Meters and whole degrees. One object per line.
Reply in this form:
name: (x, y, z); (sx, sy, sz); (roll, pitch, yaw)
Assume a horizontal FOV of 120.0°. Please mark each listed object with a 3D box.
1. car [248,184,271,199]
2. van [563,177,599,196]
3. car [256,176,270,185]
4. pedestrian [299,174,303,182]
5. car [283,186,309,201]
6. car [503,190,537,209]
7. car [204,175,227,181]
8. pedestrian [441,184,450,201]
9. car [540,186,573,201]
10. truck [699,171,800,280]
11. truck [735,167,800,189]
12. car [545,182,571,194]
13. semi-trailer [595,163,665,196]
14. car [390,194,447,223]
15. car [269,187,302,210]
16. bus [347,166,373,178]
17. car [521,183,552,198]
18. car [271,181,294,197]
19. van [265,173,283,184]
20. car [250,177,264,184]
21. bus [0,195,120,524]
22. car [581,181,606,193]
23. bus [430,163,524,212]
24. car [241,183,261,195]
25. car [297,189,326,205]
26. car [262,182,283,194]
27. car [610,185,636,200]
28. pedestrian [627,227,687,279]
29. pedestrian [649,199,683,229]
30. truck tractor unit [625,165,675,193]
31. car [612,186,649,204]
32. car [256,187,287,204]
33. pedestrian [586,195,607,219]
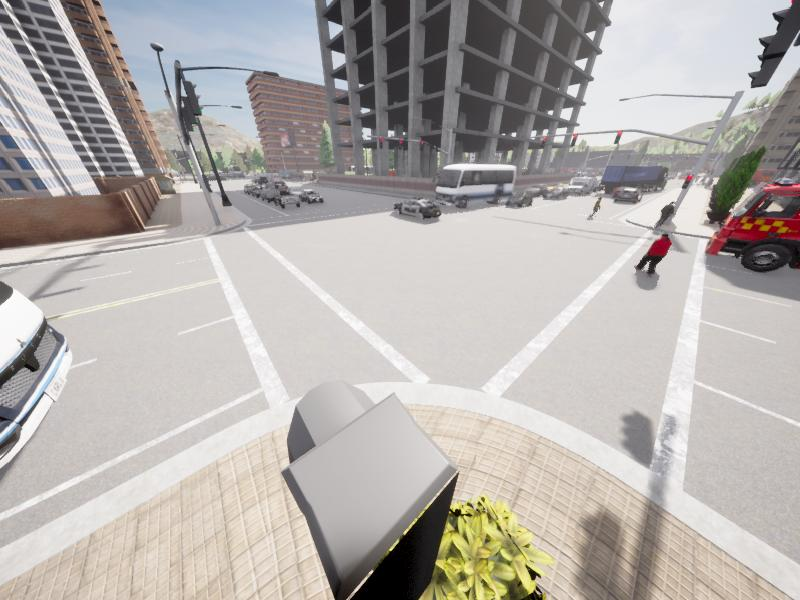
car: (-21.131, -16.369, 34.750); (1.851, 1.617, 3.988); (-22, 37, -34)
van: (29.747, -18.669, 37.915); (6.366, 2.431, 2.351); (-23, 37, -34)
car: (-34.676, -30.169, 58.369); (1.905, 1.878, 3.866); (-22, 37, -33)
pedestrian: (-29.290, -36.093, 68.308); (0.751, 1.860, 0.751); (-21, 36, -32)
car: (-14.901, -15.280, 33.028); (1.812, 1.442, 4.674); (-22, 37, -34)
car: (13.721, -11.469, 26.317); (3.705, 1.549, 1.789); (-24, 38, -35)
car: (-58.779, -38.863, 73.671); (4.856, 1.649, 2.033); (-6, 30, -10)
pedestrian: (5.864, -13.926, 29.912); (0.751, 1.860, 0.751); (19, 35, 29)
car: (22.039, -15.020, 32.512); (4.902, 1.511, 2.128); (-23, 37, -34)
truck: (18.345, -2.342, 8.238); (2.891, 3.827, 8.468); (-22, 37, -33)
truck: (79.722, -26.085, 49.250); (2.891, 3.827, 8.468); (-23, 37, -34)
car: (27.886, -19.806, 40.730); (5.366, 1.575, 1.801); (-23, 37, -34)
semi-trailer: (38.729, -20.315, 38.775); (14.254, 4.402, 2.717); (-16, 34, -26)
car: (1.472, -8.400, 20.913); (1.930, 1.638, 5.238); (-24, 37, -35)
car: (-13.065, -11.646, 26.299); (1.932, 1.855, 4.605); (-21, 36, -32)
bus: (-16.947, -54.637, 98.379); (10.273, 4.253, 3.944); (-23, 37, -34)
car: (21.098, -16.981, 35.750); (4.611, 1.667, 2.242); (-23, 37, -34)
car: (-18.776, -17.815, 36.971); (1.905, 1.878, 3.866); (-23, 37, -34)
van: (-34.049, -32.769, 62.335); (2.351, 2.431, 6.366); (-22, 37, -34)
car: (-38.982, -32.606, 62.970); (2.128, 1.511, 4.902); (-22, 37, -34)
bus: (-9.885, 1.753, 0.719); (10.273, 4.253, 3.944); (-23, 37, -34)
car: (35.398, -20.711, 42.237); (5.238, 1.638, 1.930); (-23, 37, -34)
bus: (8.901, -13.183, 26.599); (10.273, 4.253, 3.944); (-18, 36, -29)
car: (-25.067, -18.693, 38.909); (1.816, 1.474, 4.193); (-22, 37, -34)
car: (-11.249, -13.098, 29.215); (1.970, 1.475, 3.806); (-22, 37, -33)
car: (-22.848, -20.105, 41.335); (1.837, 1.490, 4.892); (-22, 37, -33)
car: (32.226, -15.649, 33.570); (1.882, 1.535, 5.008); (19, 35, 29)
pedestrian: (10.386, -1.922, 9.425); (0.751, 1.860, 0.751); (9, 31, 15)
pedestrian: (18.738, -6.065, 16.298); (0.751, 1.860, 0.751); (-14, 33, -23)
truck tractor unit: (45.607, -22.183, 42.214); (6.516, 4.208, 3.053); (-16, 34, -24)
car: (29.911, -13.644, 29.979); (4.611, 1.667, 2.242); (-23, 37, -33)
car: (-17.016, -13.831, 30.482); (2.163, 1.488, 4.792); (-23, 37, -34)
pedestrian: (17.156, -8.149, 20.211); (0.751, 1.860, 0.751); (18, 35, 29)
